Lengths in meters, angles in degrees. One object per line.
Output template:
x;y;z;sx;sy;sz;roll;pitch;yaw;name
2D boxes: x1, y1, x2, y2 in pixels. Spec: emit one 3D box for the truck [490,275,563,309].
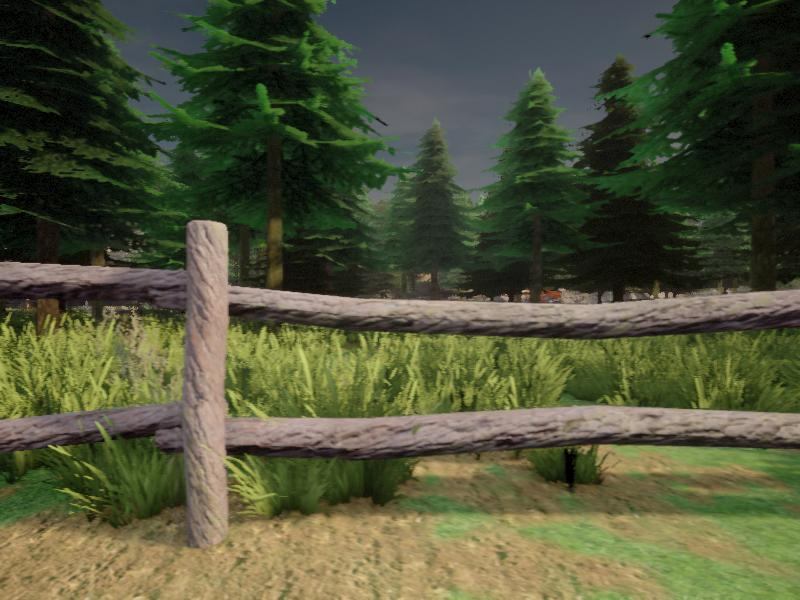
15.430;-0.912;48.708;8.468;3.827;2.891;0;0;-19;truck
